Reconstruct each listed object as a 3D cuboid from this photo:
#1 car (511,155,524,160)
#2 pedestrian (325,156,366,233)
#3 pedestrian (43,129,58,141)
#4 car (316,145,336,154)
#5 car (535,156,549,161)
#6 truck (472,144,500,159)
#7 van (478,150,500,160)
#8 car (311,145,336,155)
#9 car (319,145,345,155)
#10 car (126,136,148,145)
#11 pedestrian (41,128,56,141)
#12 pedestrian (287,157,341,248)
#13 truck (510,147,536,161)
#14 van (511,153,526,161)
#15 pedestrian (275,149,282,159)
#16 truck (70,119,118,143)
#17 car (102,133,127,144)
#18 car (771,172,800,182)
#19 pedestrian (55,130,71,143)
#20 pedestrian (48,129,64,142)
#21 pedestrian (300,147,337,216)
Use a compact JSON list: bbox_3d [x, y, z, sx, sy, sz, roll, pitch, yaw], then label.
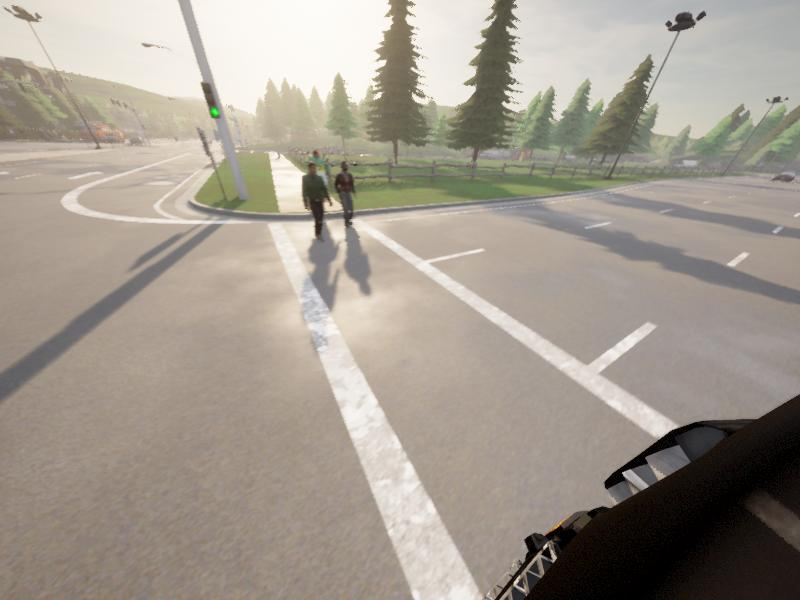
[{"bbox_3d":[44.503,-54.053,87.480,4.514,1.525,2.007,-16,38,-26],"label":"car"},{"bbox_3d":[-1.527,-2.990,6.604,0.751,1.860,0.751,-19,39,-29],"label":"pedestrian"},{"bbox_3d":[-64.982,-30.710,42.964,0.751,1.860,0.751,-27,44,-37],"label":"pedestrian"},{"bbox_3d":[-17.046,-34.561,53.135,3.988,1.617,1.851,-16,38,-26],"label":"car"},{"bbox_3d":[51.932,-51.696,84.479,4.892,1.490,1.837,-16,38,-26],"label":"car"},{"bbox_3d":[28.017,-48.157,75.153,8.468,3.827,2.891,-16,38,-26],"label":"truck"},{"bbox_3d":[27.940,-45.328,72.151,6.366,2.431,2.351,-16,38,-26],"label":"van"},{"bbox_3d":[-18.436,-36.292,55.871,5.027,1.651,2.152,-16,38,-26],"label":"car"},{"bbox_3d":[-14.966,-32.918,50.813,4.856,1.649,2.033,-16,38,-26],"label":"car"},{"bbox_3d":[-58.306,-35.447,51.289,1.837,1.490,4.892,-16,38,-26],"label":"car"},{"bbox_3d":[-64.633,-30.375,42.488,0.751,1.860,0.751,-27,44,-37],"label":"pedestrian"},{"bbox_3d":[-2.013,-2.321,5.555,0.751,1.860,0.751,-20,40,-30],"label":"pedestrian"},{"bbox_3d":[44.315,-52.744,83.346,8.468,3.827,2.891,-16,38,-26],"label":"truck"},{"bbox_3d":[40.244,-48.605,78.464,4.442,1.987,1.775,-16,38,-26],"label":"van"},{"bbox_3d":[-15.428,-18.550,29.319,0.500,1.100,0.500,-13,37,-23],"label":"pedestrian"},{"bbox_3d":[-66.392,-36.741,50.489,2.891,3.827,8.468,-16,38,-26],"label":"truck"},{"bbox_3d":[-61.343,-34.756,49.677,1.905,1.878,3.866,-16,38,-26],"label":"car"},{"bbox_3d":[67.327,-21.527,40.369,4.674,1.442,1.812,-16,38,-26],"label":"car"},{"bbox_3d":[-63.246,-30.681,43.362,0.751,1.860,0.751,-12,36,-21],"label":"pedestrian"},{"bbox_3d":[-63.947,-30.640,42.977,0.751,1.860,0.751,-14,37,-24],"label":"pedestrian"},{"bbox_3d":[-2.582,-3.768,7.415,0.751,1.860,0.751,-14,37,-24],"label":"pedestrian"}]
